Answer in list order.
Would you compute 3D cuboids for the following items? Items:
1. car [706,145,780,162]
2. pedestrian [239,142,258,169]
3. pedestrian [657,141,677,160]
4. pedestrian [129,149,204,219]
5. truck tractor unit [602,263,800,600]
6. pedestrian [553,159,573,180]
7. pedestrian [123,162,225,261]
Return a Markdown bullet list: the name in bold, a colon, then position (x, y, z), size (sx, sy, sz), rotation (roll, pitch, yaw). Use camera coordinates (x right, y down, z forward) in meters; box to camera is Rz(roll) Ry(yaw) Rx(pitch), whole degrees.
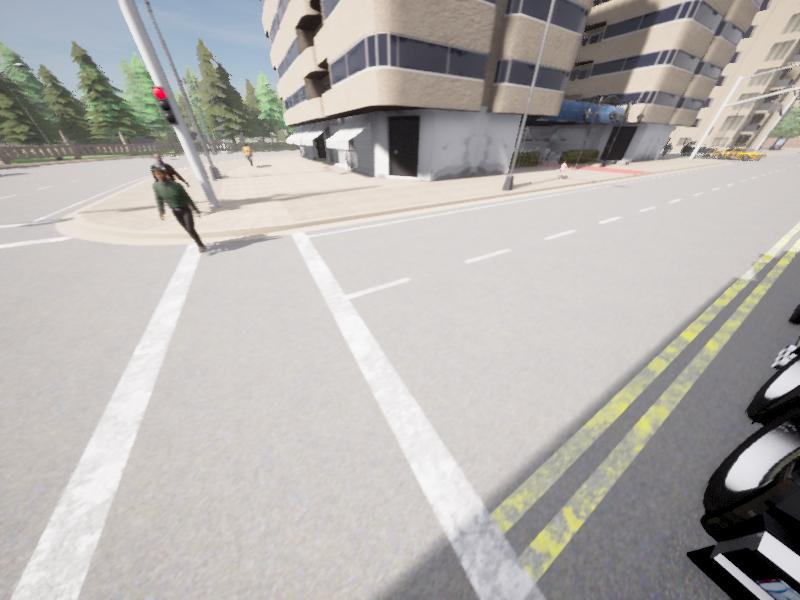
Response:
- **car**: position (43.731, -18.916, 29.737), size (1.801, 1.575, 5.366), rotation (0, 35, 2)
- **pedestrian**: position (-12.602, -12.098, 19.285), size (0.751, 1.860, 0.751), rotation (-18, 39, -24)
- **pedestrian**: position (32.421, -18.155, 28.078), size (0.751, 1.860, 0.751), rotation (16, 38, 21)
- **pedestrian**: position (-7.233, -3.627, 7.262), size (0.751, 1.860, 0.751), rotation (18, 39, 23)
- **truck tractor unit**: position (5.105, -0.305, 0.786), size (6.516, 4.208, 3.053), rotation (-18, 39, -24)
- **pedestrian**: position (10.198, -8.173, 14.454), size (0.500, 1.100, 0.500), rotation (-18, 39, -24)
- **pedestrian**: position (-4.806, -1.928, 5.117), size (0.751, 1.860, 0.751), rotation (-12, 37, -17)
